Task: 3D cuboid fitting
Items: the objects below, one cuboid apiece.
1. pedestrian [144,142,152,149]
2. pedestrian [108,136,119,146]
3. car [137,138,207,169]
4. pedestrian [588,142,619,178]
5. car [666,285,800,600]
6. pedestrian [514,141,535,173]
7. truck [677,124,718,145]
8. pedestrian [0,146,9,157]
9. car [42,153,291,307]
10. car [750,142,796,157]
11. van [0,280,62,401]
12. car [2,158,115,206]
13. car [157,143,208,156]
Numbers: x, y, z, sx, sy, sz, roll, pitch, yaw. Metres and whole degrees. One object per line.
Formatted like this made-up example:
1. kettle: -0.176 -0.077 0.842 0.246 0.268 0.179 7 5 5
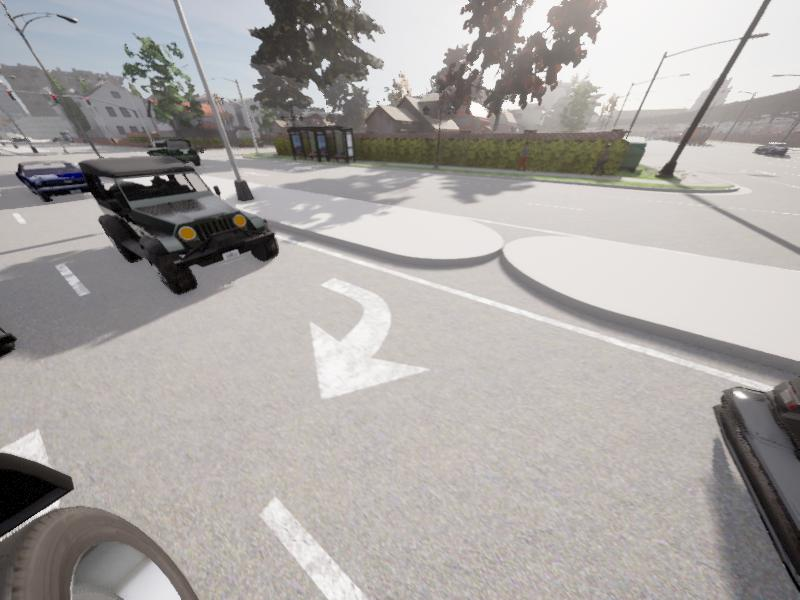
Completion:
1. pedestrian: -47.802 -29.380 43.790 0.500 1.100 0.500 20 40 25
2. pedestrian: -64.836 -35.937 52.268 0.751 1.860 0.751 21 40 26
3. car: -19.827 -12.844 20.121 5.566 2.045 2.150 20 40 26
4. pedestrian: 12.786 -8.844 14.570 0.751 1.860 0.751 20 40 25
5. car: 4.556 1.798 0.181 5.357 1.411 2.033 20 40 26
6. pedestrian: 8.746 -10.045 16.238 0.751 1.860 0.751 19 39 25
7. truck: 70.988 -39.720 55.434 2.891 3.827 8.468 20 41 26
8. pedestrian: -49.061 -18.438 27.924 0.751 1.860 0.751 6 36 8
9. car: -4.514 -1.725 4.659 3.866 1.878 1.905 20 40 25
10. car: 52.481 -21.302 32.639 1.970 1.475 3.806 20 41 26
11. van: -6.376 -0.128 2.275 4.480 2.038 2.069 18 38 24
12. car: -15.201 -5.390 10.273 4.718 1.301 1.895 20 40 26
13. car: -30.153 -21.026 32.255 1.895 1.301 4.718 20 40 26
